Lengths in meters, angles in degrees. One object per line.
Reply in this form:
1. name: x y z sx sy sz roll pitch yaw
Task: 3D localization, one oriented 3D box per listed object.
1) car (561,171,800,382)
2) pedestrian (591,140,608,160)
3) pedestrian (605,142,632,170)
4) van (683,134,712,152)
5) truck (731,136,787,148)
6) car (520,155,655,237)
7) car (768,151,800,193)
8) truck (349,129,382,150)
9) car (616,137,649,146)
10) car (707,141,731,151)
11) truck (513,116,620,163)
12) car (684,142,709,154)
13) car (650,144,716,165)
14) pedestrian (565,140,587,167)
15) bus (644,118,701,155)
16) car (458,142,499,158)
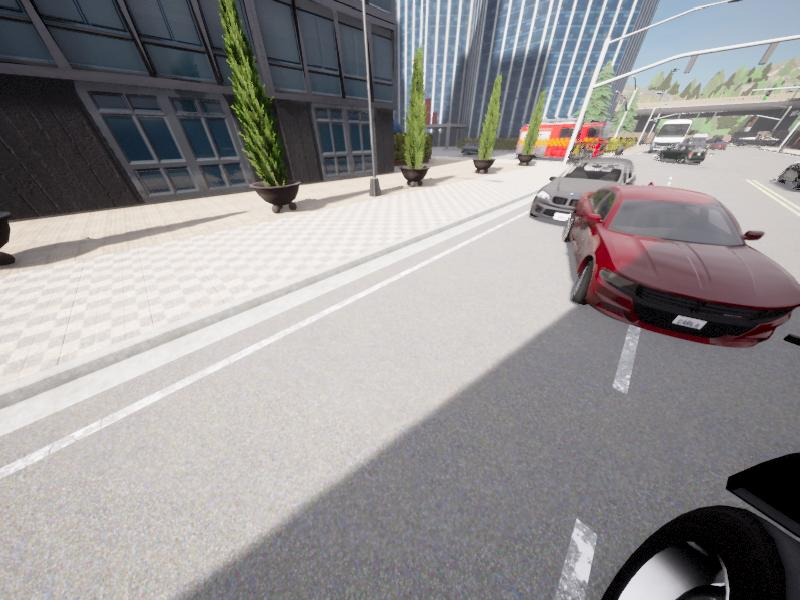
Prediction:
1. car: 4.476 -1.234 4.296 1.882 1.535 5.008 17 38 23
2. pedestrian: 23.355 -17.560 27.034 0.751 1.860 0.751 -26 43 -32
3. pedestrian: 17.650 -11.651 18.680 0.751 1.860 0.751 -24 41 -29
4. van: 51.745 -27.478 40.355 1.988 2.561 5.915 29 45 35
5. truck: 78.357 -34.637 50.635 6.274 2.098 2.390 29 45 36
6. car: 6.369 -3.769 7.788 4.611 1.667 2.242 -29 44 -35
7. car: 21.266 -6.381 11.505 2.128 1.511 4.902 30 45 35
8. truck: -8.320 -38.479 55.354 8.468 3.827 2.891 29 45 35
9. car: 63.088 -43.083 62.783 2.150 2.045 5.566 -26 43 -32
10. car: 61.173 -29.641 44.368 1.994 1.385 4.181 30 45 35
11. truck: 17.981 -17.873 25.857 2.891 3.827 8.468 -27 43 -33
12. car: 46.297 -23.836 36.172 1.812 1.442 4.674 30 45 35
13. car: 27.650 -14.393 22.802 1.789 1.549 3.705 1 35 1
14. pedestrian: 14.438 -12.039 18.992 0.751 1.860 0.751 17 39 23
15. bus: 43.170 -25.927 36.730 3.944 4.253 10.273 30 45 35
16. car: 10.986 -21.144 32.475 4.856 1.649 2.033 29 44 35
